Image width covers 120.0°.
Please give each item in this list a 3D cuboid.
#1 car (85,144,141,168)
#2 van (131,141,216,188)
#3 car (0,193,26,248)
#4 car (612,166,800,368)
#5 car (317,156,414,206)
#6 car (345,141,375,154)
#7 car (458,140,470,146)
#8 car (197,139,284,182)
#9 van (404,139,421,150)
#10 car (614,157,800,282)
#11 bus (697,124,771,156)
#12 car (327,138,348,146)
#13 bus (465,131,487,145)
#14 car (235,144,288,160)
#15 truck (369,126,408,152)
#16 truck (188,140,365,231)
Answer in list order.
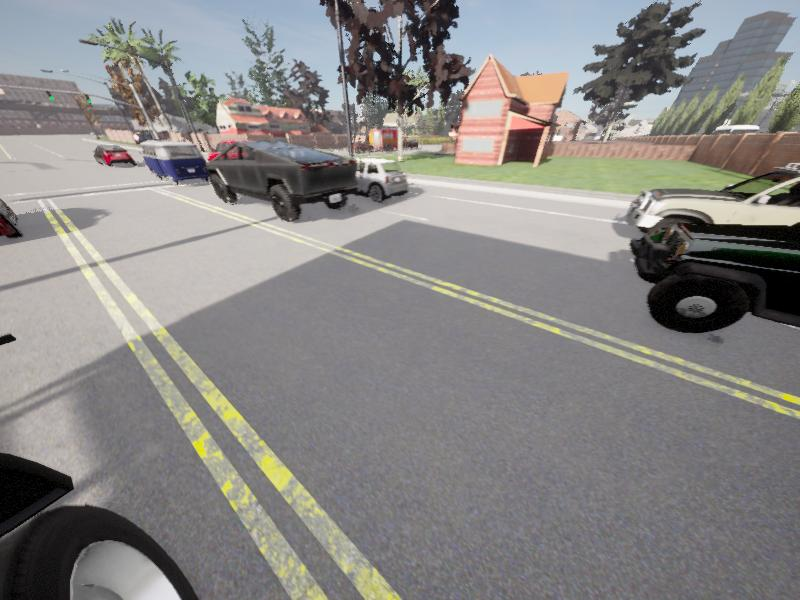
[{"bbox_3d":[-25.467,-12.824,20.484,4.514,1.525,2.007,22,41,28],"label":"car"},{"bbox_3d":[-12.948,-7.887,13.236,4.442,1.987,1.775,22,41,28],"label":"van"},{"bbox_3d":[-11.768,-2.254,5.798,4.181,1.385,1.994,23,41,28],"label":"car"},{"bbox_3d":[5.516,-0.335,2.794,3.866,1.878,1.905,22,41,27],"label":"car"},{"bbox_3d":[-1.555,-5.494,10.396,3.806,1.475,1.970,22,41,28],"label":"car"},{"bbox_3d":[-6.682,-25.991,39.268,2.152,1.651,5.027,21,40,27],"label":"car"},{"bbox_3d":[22.264,-54.723,80.334,1.801,1.575,5.366,21,40,27],"label":"car"},{"bbox_3d":[-10.608,-9.415,15.376,5.566,2.045,2.150,23,41,28],"label":"car"},{"bbox_3d":[2.809,-34.526,51.139,1.775,1.987,4.442,19,39,25],"label":"van"},{"bbox_3d":[7.894,-1.742,4.823,4.605,1.855,1.932,23,41,28],"label":"car"},{"bbox_3d":[60.591,-29.414,42.479,3.944,4.253,10.273,22,41,27],"label":"bus"},{"bbox_3d":[-15.943,-40.465,59.150,5.027,1.636,2.152,21,40,27],"label":"car"},{"bbox_3d":[28.788,-61.358,87.443,3.944,4.253,10.273,21,40,27],"label":"bus"},{"bbox_3d":[-16.284,-17.669,27.495,1.837,1.490,4.892,19,39,26],"label":"car"},{"bbox_3d":[-1.982,-30.966,44.452,2.891,3.827,8.468,21,40,27],"label":"truck"},{"bbox_3d":[-4.512,-4.477,8.387,6.274,2.098,2.390,22,41,28],"label":"truck"}]
